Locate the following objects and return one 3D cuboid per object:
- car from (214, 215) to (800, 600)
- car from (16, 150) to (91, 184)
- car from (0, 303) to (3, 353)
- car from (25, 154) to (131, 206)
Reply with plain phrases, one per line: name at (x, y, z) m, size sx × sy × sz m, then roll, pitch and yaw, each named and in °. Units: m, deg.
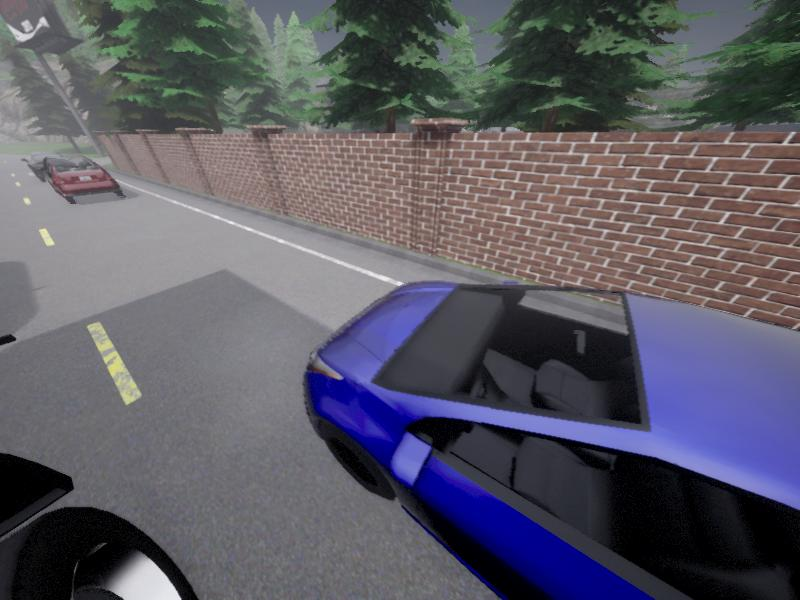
car at (1.367, 0.862, 1.374) m, size 4.514 × 1.525 × 2.007 m, roll 22°, pitch 41°, yaw 28°
car at (-21.648, -8.395, 14.410) m, size 4.674 × 1.442 × 1.812 m, roll 22°, pitch 41°, yaw 28°
car at (-7.357, -0.127, 2.848) m, size 4.181 × 1.385 × 1.994 m, roll 22°, pitch 40°, yaw 28°
car at (-13.870, -5.303, 9.979) m, size 3.705 × 1.549 × 1.789 m, roll 22°, pitch 40°, yaw 28°
